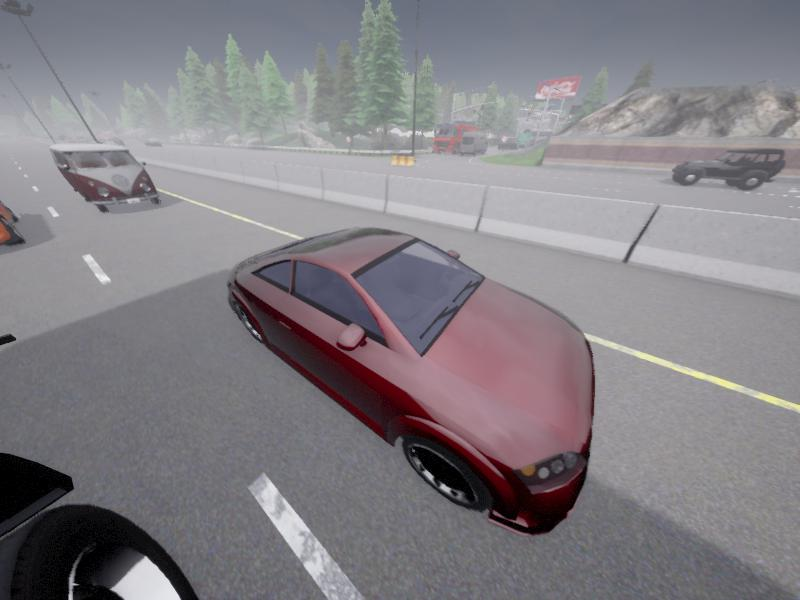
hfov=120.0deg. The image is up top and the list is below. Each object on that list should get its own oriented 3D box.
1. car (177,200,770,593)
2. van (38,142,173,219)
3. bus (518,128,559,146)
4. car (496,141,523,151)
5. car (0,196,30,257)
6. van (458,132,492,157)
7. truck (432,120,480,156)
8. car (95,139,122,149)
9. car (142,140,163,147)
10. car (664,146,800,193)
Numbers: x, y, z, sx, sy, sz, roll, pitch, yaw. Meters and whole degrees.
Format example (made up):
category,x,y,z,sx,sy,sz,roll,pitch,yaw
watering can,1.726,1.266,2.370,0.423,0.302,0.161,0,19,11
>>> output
category,x,y,z,sx,sy,sz,roll,pitch,yaw
car,-0.177,0.046,2.646,4.181,1.385,1.994,22,41,28
van,-10.858,-4.585,8.541,4.442,1.987,1.775,22,41,28
bus,41.812,-49.201,69.959,10.273,4.253,3.944,-12,37,-18
car,22.075,-31.037,46.541,5.008,1.535,1.882,-17,39,-23
car,-11.113,-2.143,5.251,4.553,1.767,2.097,22,41,28
van,10.151,-20.905,31.052,1.988,2.561,5.915,22,41,28
truck,8.078,-23.026,32.916,2.891,3.827,8.468,23,41,29
car,-58.277,-31.188,46.125,5.027,1.651,2.152,22,41,28
car,-54.984,-34.728,51.265,4.718,1.301,1.895,22,41,28
car,18.249,-7.417,12.964,3.866,1.878,1.905,22,41,28
